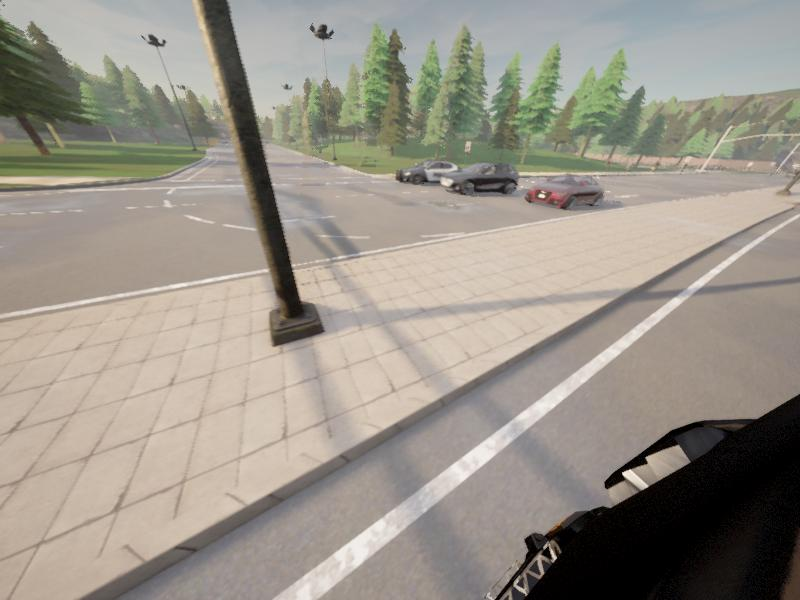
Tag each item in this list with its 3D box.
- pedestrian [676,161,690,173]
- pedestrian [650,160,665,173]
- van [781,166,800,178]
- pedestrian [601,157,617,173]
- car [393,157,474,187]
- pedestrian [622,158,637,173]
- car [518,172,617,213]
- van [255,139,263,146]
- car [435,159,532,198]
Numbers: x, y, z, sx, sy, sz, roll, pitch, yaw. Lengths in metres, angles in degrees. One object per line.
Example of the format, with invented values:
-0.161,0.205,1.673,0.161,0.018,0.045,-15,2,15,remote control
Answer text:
52.296,-24.583,42.694,0.751,1.860,0.751,-10,36,-19,pedestrian
43.861,-22.785,39.358,0.751,1.860,0.751,-14,37,-24,pedestrian
89.281,-28.909,52.178,4.480,2.038,2.069,-14,37,-24,van
29.763,-19.196,32.910,0.751,1.860,0.751,-13,37,-23,pedestrian
2.216,-8.847,15.951,4.974,1.542,2.038,-8,35,-15,car
34.574,-20.237,34.836,0.751,1.860,0.751,-14,37,-23,pedestrian
8.328,-5.464,11.511,4.181,1.385,1.994,-16,38,-26,car
-52.209,-58.584,85.730,2.069,2.038,4.480,-14,37,-24,van
4.764,-7.093,13.442,4.856,1.649,2.033,-11,36,-20,car
